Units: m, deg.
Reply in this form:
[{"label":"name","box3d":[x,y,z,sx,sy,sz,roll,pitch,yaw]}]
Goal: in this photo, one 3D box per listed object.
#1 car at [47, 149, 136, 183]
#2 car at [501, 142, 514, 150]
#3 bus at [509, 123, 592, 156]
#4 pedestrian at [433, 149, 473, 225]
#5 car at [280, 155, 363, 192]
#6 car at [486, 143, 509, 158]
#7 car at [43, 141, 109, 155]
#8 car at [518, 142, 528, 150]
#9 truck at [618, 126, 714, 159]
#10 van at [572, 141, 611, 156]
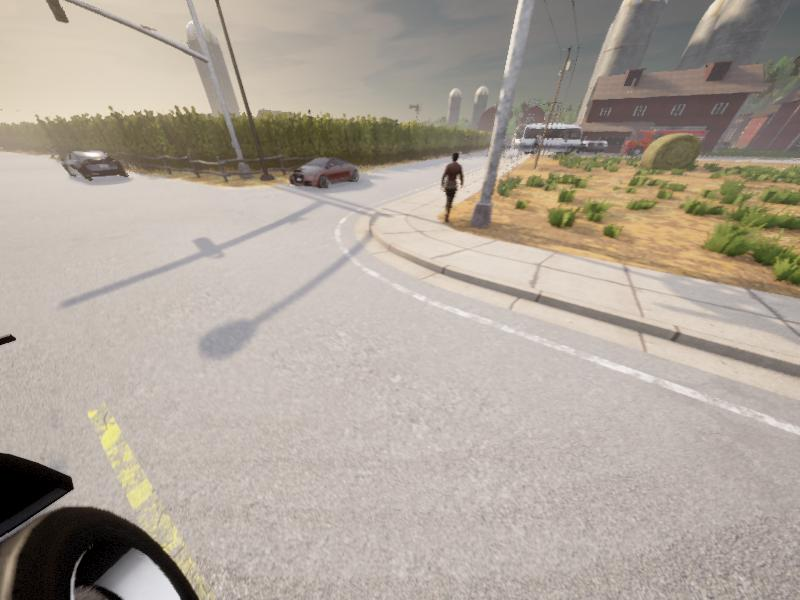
[{"label":"car","box3d":[-20.117,-8.847,15.082,4.792,1.488,2.163,19,39,24]},{"label":"car","box3d":[28.319,-40.579,60.751,2.038,1.542,4.974,17,38,22]},{"label":"bus","box3d":[24.798,-26.964,38.919,10.273,4.253,3.944,1,35,1]},{"label":"pedestrian","box3d":[1.506,-3.278,6.749,0.751,1.860,0.751,14,37,18]},{"label":"car","box3d":[-4.226,-7.378,13.259,1.994,1.385,4.181,18,39,24]},{"label":"car","box3d":[14.712,-22.672,34.873,2.097,1.767,4.553,18,39,23]},{"label":"car","box3d":[-47.249,-22.304,33.863,1.801,1.575,5.366,22,40,27]},{"label":"car","box3d":[32.408,-40.649,60.926,1.837,1.490,4.892,16,38,20]},{"label":"truck","box3d":[40.318,-24.297,35.654,8.468,3.827,2.891,18,39,23]},{"label":"van","box3d":[32.619,-25.998,39.543,4.480,2.038,2.069,18,39,23]}]
